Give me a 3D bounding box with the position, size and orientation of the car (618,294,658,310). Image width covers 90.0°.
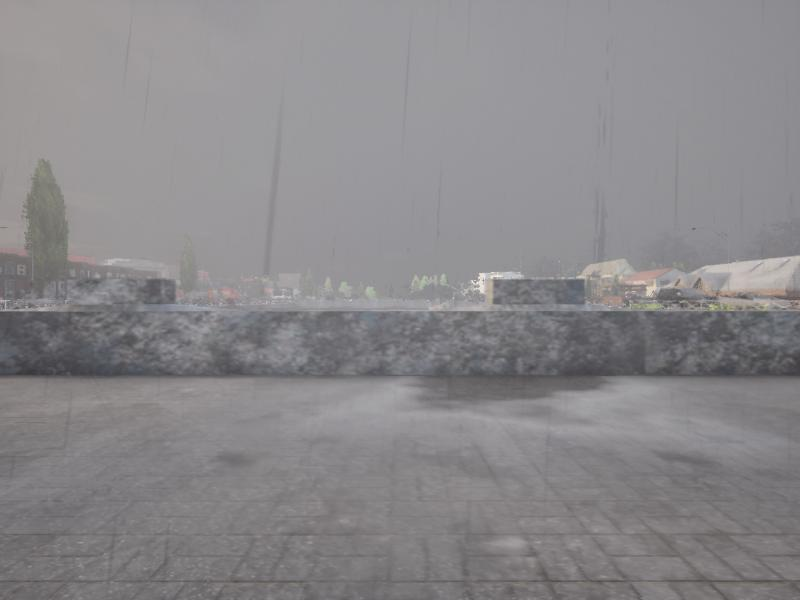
[{"bbox_3d":[24.684,0.183,41.690,1.851,1.617,3.988,0,0,0],"label":"car"}]

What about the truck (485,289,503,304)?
[{"bbox_3d":[24.667,-0.930,105.195,2.891,3.827,8.468,0,0,0],"label":"truck"}]

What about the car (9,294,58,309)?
[{"bbox_3d":[-40.975,0.198,44.868,1.851,1.617,3.988,0,0,0],"label":"car"}]

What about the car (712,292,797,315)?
[{"bbox_3d":[24.688,0.223,28.148,2.007,1.525,4.514,0,0,0],"label":"car"}]

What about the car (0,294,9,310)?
[{"bbox_3d":[-40.974,0.197,38.929,1.851,1.617,3.988,0,0,0],"label":"car"}]

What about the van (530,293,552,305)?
[{"bbox_3d":[28.679,-0.233,81.624,2.351,2.431,6.366,0,0,0],"label":"van"}]

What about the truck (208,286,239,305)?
[{"bbox_3d":[-36.990,-0.916,84.163,2.891,3.827,8.468,0,0,0],"label":"truck"}]

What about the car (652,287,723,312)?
[{"bbox_3d":[24.686,-0.037,34.639,2.150,2.045,5.566,0,0,0],"label":"car"}]

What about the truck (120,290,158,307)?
[{"bbox_3d":[-40.983,-0.236,62.986,2.627,2.467,5.204,0,0,0],"label":"truck"}]

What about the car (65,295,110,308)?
[{"bbox_3d":[-40.978,0.181,52.663,1.930,1.638,5.238,0,0,0],"label":"car"}]
